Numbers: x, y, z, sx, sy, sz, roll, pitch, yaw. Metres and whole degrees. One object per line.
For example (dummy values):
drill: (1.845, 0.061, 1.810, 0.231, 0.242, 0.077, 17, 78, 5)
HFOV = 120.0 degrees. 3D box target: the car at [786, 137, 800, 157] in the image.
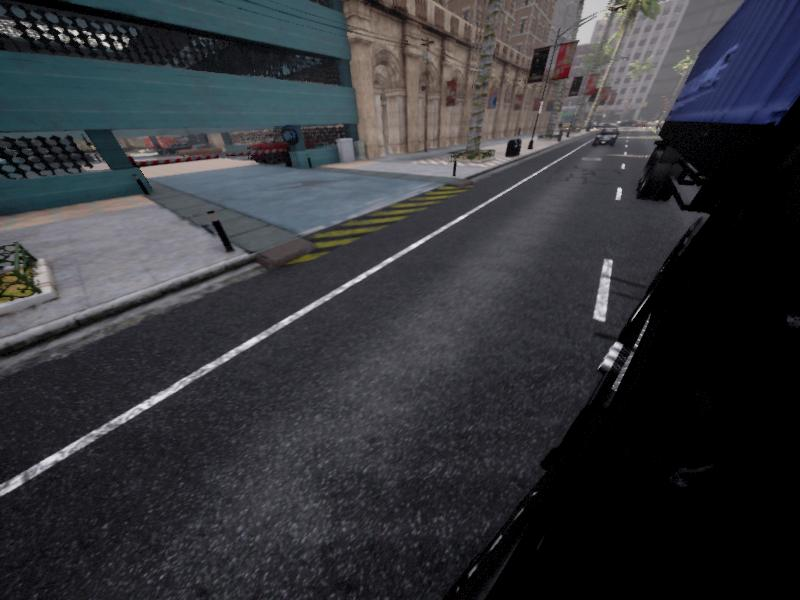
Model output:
car: (23.333, -8.165, 12.064, 1.895, 1.301, 4.718, 24, 44, 31)

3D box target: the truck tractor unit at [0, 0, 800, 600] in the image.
truck tractor unit: (2.645, -0.295, 0.351, 6.516, 4.208, 3.053, -28, 44, -30)

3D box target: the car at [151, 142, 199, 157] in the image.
car: (-33.993, -22.838, 35.034, 2.161, 1.482, 4.786, 24, 44, 31)

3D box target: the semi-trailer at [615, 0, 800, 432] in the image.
semi-trailer: (7.901, -4.046, 4.888, 2.717, 4.402, 14.254, 25, 45, 32)

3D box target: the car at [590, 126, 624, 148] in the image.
car: (19.782, -15.618, 22.092, 1.845, 1.501, 3.633, 24, 44, 31)

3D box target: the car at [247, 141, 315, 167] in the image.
car: (-10.062, -12.652, 19.878, 2.007, 1.523, 4.514, 24, 44, 31)

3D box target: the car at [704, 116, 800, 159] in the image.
car: (20.887, -9.865, 13.995, 1.905, 1.878, 3.866, 24, 43, 31)

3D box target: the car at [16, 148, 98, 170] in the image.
car: (-37.924, -15.788, 25.753, 2.128, 1.511, 4.902, 24, 44, 31)

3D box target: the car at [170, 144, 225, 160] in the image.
car: (-25.138, -18.583, 28.852, 1.895, 1.301, 4.718, 24, 44, 31)

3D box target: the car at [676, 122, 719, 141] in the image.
car: (30.959, -17.665, 24.210, 1.812, 1.442, 4.674, 24, 44, 31)

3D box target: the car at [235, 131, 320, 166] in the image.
car: (-10.113, -12.938, 19.608, 2.435, 2.045, 5.566, 24, 44, 31)
